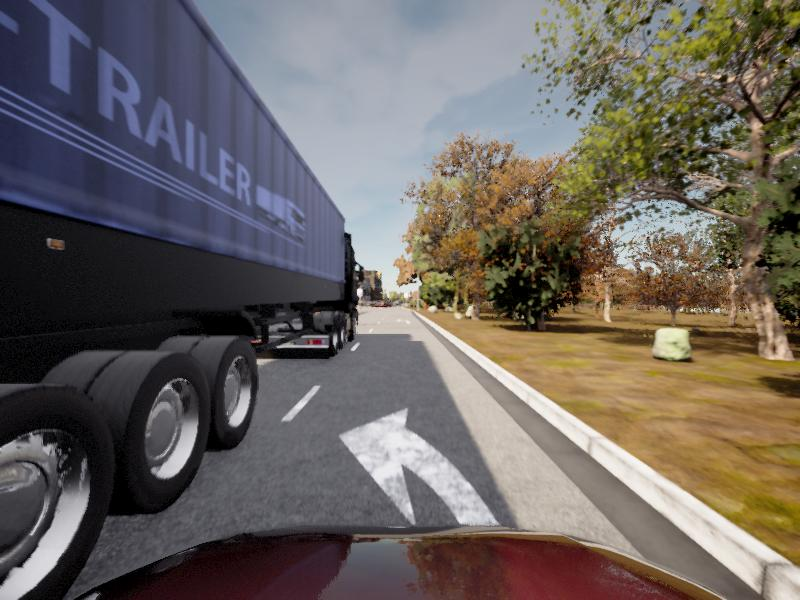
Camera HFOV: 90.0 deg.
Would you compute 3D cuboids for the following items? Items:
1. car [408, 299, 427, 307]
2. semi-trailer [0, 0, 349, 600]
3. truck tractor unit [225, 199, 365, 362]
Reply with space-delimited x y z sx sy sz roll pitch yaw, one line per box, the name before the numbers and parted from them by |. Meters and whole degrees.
car | 4.265 0.783 99.369 4.442 1.987 1.878 1 0 -14
semi-trailer | -2.998 -0.622 5.694 2.717 4.402 14.254 0 0 0
truck tractor unit | -2.996 -0.532 13.608 3.053 4.208 6.516 0 0 0
